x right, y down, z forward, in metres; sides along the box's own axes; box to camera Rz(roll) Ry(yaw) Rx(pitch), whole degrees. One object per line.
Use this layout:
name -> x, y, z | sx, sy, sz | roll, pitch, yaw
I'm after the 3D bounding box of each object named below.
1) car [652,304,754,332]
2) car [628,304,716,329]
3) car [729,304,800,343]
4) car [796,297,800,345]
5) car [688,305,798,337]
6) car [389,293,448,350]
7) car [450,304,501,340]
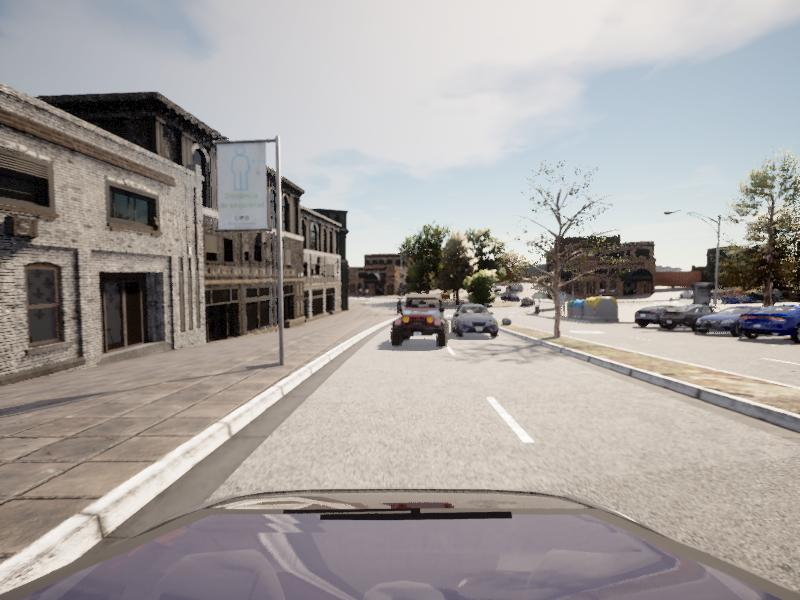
car -> 17.568, 1.029, 23.273 | 4.892, 1.521, 2.231 | 1, -1, -16
car -> 17.812, 1.087, 26.229 | 4.792, 1.488, 2.163 | 1, -1, -15
car -> 17.240, 0.977, 17.374 | 5.008, 1.535, 2.097 | 1, -1, -17
car -> 17.154, 0.829, 14.432 | 4.553, 1.767, 2.185 | 1, 0, -17
car -> 17.399, 1.043, 20.319 | 4.674, 1.452, 2.002 | 1, 0, -16
car -> 0.834, 0.711, 15.174 | 1.905, 1.878, 3.866 | 0, 0, 8
car -> 3.436, 0.949, 18.890 | 1.816, 1.474, 4.193 | 0, 0, 3
